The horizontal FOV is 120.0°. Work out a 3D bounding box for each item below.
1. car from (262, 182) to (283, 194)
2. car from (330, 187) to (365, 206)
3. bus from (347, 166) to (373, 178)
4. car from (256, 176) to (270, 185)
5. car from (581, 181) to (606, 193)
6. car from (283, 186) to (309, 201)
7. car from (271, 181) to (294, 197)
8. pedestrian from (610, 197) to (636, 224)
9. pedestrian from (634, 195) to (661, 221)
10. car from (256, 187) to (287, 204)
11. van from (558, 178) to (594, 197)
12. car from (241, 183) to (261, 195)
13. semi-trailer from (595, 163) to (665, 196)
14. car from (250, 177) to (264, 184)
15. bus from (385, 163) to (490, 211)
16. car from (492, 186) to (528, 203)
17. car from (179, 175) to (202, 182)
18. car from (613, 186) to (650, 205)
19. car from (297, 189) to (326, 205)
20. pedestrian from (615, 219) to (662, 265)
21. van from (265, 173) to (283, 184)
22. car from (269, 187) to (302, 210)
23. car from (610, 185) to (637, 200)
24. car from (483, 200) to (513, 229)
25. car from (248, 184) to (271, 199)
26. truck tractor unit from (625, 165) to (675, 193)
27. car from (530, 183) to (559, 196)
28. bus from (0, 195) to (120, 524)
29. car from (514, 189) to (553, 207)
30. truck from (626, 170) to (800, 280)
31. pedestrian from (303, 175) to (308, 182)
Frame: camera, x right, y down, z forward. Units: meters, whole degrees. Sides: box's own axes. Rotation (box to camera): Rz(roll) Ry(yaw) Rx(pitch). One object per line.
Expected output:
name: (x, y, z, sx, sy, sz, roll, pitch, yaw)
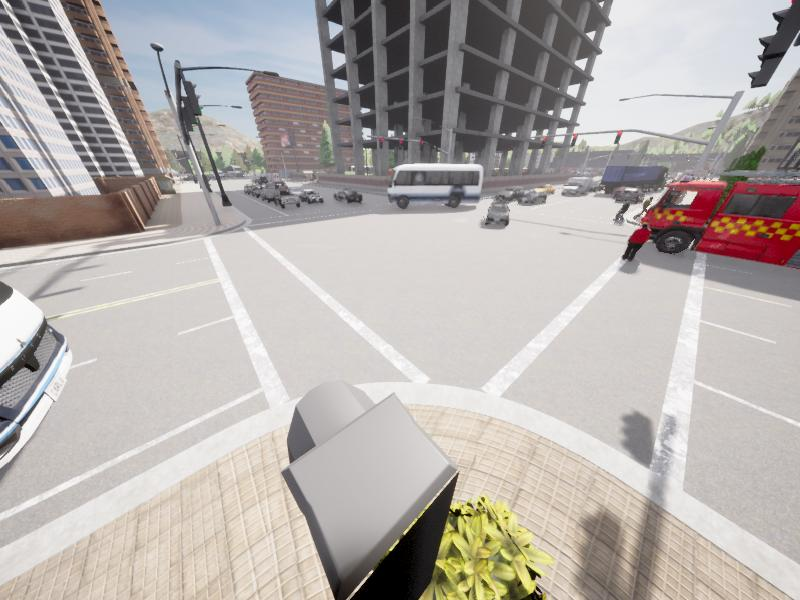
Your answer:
car: (-22.848, -20.105, 41.335, 1.837, 1.490, 4.892, -22, 37, -33)
car: (-6.704, -13.173, 29.181, 1.930, 1.638, 5.238, -23, 37, -34)
bus: (-16.947, -54.637, 98.379, 10.273, 4.253, 3.944, -23, 37, -34)
car: (-34.676, -30.169, 58.369, 1.905, 1.878, 3.866, -22, 37, -33)
car: (35.318, -20.677, 42.178, 5.238, 1.638, 1.930, -23, 37, -34)
car: (-14.901, -15.280, 33.028, 1.812, 1.442, 4.674, -22, 37, -34)
car: (-18.776, -17.815, 36.971, 1.905, 1.878, 3.866, -23, 37, -34)
pedestrian: (17.951, -7.246, 18.648, 0.751, 1.860, 0.751, -18, 34, -28)
pedestrian: (20.068, -7.504, 18.790, 0.751, 1.860, 0.751, 16, 34, 26)
car: (-17.016, -13.831, 30.482, 2.163, 1.488, 4.792, -23, 37, -34)
van: (27.969, -17.919, 36.615, 6.366, 2.431, 2.351, -23, 37, -34)
car: (-25.067, -18.693, 38.909, 1.816, 1.474, 4.193, -22, 37, -34)
semi-trailer: (38.728, -20.315, 38.776, 14.254, 4.402, 2.717, -16, 34, -26)
car: (-38.982, -32.606, 62.970, 2.128, 1.511, 4.902, -22, 37, -34)
bus: (3.633, -12.498, 25.411, 10.273, 4.253, 3.944, -3, 31, -5)
car: (14.866, -14.354, 31.196, 4.611, 1.667, 2.242, -23, 37, -34)
car: (-64.922, -37.743, 71.731, 4.856, 1.649, 2.033, -18, 34, -28)
car: (29.998, -13.626, 29.950, 4.611, 1.667, 2.242, -23, 37, -33)
car: (-11.249, -13.098, 29.215, 1.970, 1.475, 3.806, -22, 37, -33)
pedestrian: (11.001, -2.687, 10.750, 0.751, 1.860, 0.751, 14, 33, 23)
van: (-34.049, -32.769, 62.335, 2.351, 2.431, 6.366, -22, 37, -34)
car: (-13.065, -11.646, 26.299, 1.932, 1.855, 4.605, -21, 36, -32)
car: (32.276, -15.639, 33.552, 1.882, 1.535, 5.008, 18, 35, 28)
car: (7.771, -6.930, 18.458, 1.789, 1.549, 3.705, 10, 31, 17)
car: (-21.131, -16.369, 34.750, 1.851, 1.617, 3.988, -22, 37, -34)
truck tractor unit: (45.607, -22.183, 42.214, 6.516, 4.208, 3.053, -16, 34, -24)
car: (23.524, -17.967, 37.544, 5.366, 1.575, 1.801, -23, 37, -34)
bus: (-9.885, 1.753, 0.719, 10.273, 4.253, 3.944, -23, 37, -34)
car: (16.420, -12.652, 28.409, 4.902, 1.511, 2.128, -23, 37, -34)
truck: (16.721, -3.458, 10.173, 2.891, 3.827, 8.468, -21, 36, -31)
pedestrian: (-26.983, -34.906, 66.251, 0.751, 1.860, 0.751, -26, 39, -37)
